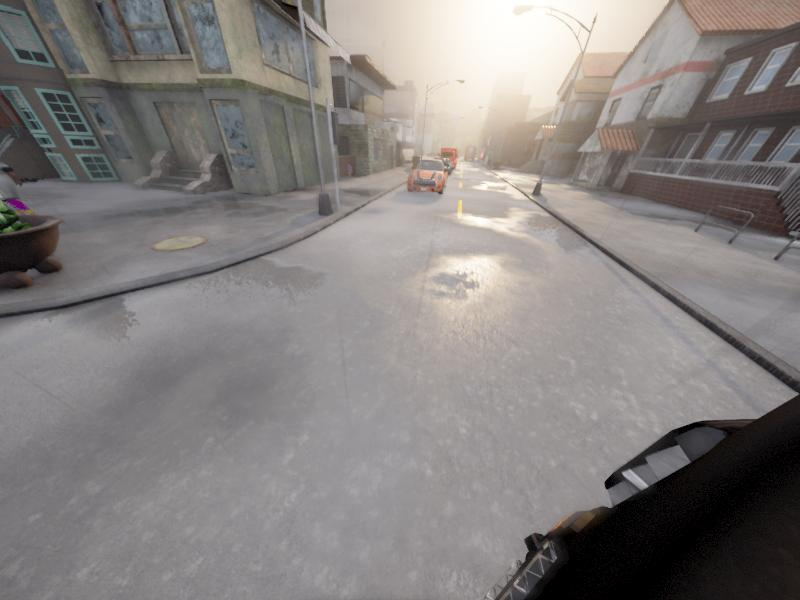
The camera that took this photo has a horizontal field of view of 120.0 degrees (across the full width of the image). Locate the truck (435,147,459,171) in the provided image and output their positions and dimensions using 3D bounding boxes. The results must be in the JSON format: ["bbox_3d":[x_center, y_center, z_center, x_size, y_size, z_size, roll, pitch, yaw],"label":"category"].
[{"bbox_3d":[6.515,-19.280,31.487,2.627,2.467,5.204,9,34,9],"label":"truck"}]

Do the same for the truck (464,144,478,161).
[{"bbox_3d":[19.887,-41.779,65.417,2.891,3.827,8.468,9,34,9],"label":"truck"}]

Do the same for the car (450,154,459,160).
[{"bbox_3d":[15.422,-40.184,64.848,2.033,1.411,5.357,9,34,9],"label":"car"}]

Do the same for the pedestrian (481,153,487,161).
[{"bbox_3d":[22.906,-39.033,63.051,0.751,1.860,0.751,26,40,31],"label":"pedestrian"}]

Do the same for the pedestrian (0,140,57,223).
[{"bbox_3d":[-10.320,-3.053,5.909,0.751,1.860,0.751,9,34,9],"label":"pedestrian"}]

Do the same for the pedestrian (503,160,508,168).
[{"bbox_3d":[17.668,-22.809,38.735,0.500,1.100,0.500,8,34,7],"label":"pedestrian"}]

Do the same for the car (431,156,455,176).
[{"bbox_3d":[4.786,-14.809,25.431,2.038,1.542,4.974,9,34,9],"label":"car"}]

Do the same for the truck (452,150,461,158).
[{"bbox_3d":[20.416,-52.504,82.951,2.627,2.467,5.204,9,34,9],"label":"truck"}]

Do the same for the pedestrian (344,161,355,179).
[{"bbox_3d":[-3.617,-9.390,16.711,0.500,1.100,0.500,13,35,15],"label":"pedestrian"}]

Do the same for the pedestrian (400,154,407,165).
[{"bbox_3d":[0.508,-20.445,33.639,0.751,1.300,0.751,10,34,10],"label":"pedestrian"}]

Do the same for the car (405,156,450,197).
[{"bbox_3d":[1.846,-7.869,14.439,2.097,1.767,4.553,9,34,9],"label":"car"}]

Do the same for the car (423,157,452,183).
[{"bbox_3d":[3.294,-11.271,19.881,1.851,1.617,3.988,9,34,9],"label":"car"}]
